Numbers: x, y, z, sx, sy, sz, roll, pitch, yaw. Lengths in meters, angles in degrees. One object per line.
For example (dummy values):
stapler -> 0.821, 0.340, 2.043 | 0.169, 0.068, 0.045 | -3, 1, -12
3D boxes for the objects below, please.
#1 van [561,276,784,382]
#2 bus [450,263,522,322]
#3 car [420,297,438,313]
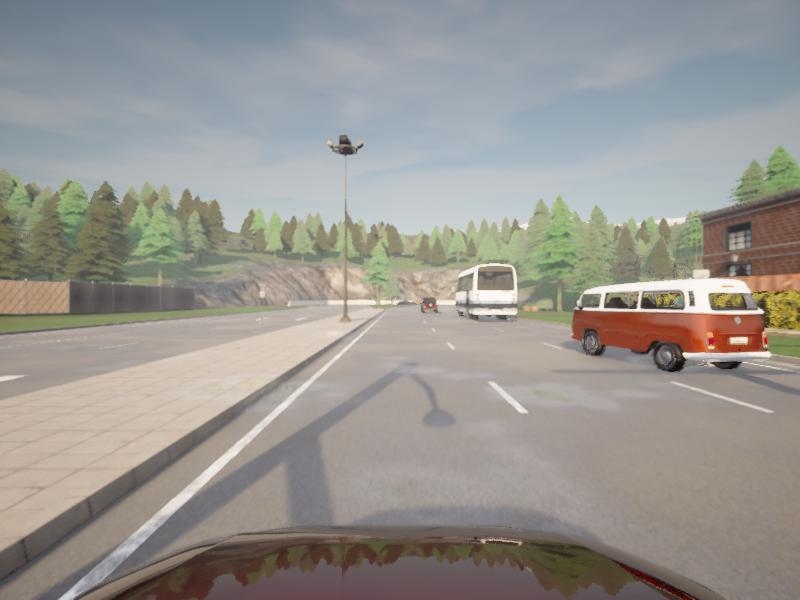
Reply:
van -> 6.353, 0.564, 10.126 | 2.069, 2.038, 4.480 | 0, 0, -12
bus -> 6.891, -0.554, 34.272 | 3.944, 4.253, 10.273 | 0, 0, 0
car -> 3.515, 0.616, 48.906 | 1.905, 1.878, 3.866 | 0, 0, 0
